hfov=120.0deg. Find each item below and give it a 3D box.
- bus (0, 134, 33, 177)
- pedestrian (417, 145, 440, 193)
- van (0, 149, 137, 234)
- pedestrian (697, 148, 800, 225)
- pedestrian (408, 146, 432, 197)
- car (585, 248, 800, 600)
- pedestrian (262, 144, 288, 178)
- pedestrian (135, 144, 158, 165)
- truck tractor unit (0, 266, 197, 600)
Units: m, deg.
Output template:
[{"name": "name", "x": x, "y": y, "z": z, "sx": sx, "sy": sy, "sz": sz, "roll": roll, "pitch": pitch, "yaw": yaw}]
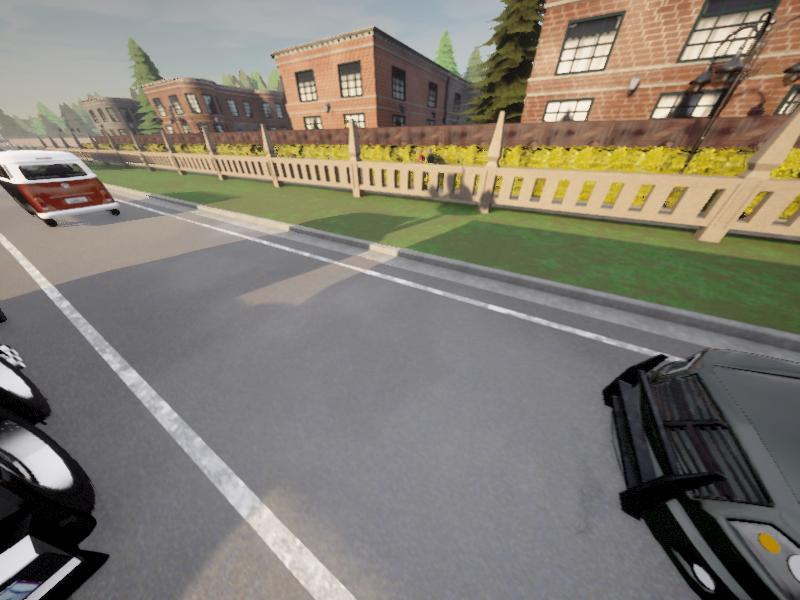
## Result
[{"name": "bus", "x": -35.232, "y": -12.324, "z": 18.256, "sx": 10.273, "sy": 4.253, "sz": 3.944, "roll": 18, "pitch": 39, "yaw": 25}, {"name": "pedestrian", "x": 1.341, "y": -6.212, "z": 10.971, "sx": 0.751, "sy": 1.860, "sz": 0.751, "roll": 17, "pitch": 39, "yaw": 24}, {"name": "van", "x": -12.045, "y": -3.964, "z": 8.002, "sx": 4.480, "sy": 2.038, "sz": 2.069, "roll": 18, "pitch": 39, "yaw": 24}, {"name": "pedestrian", "x": 9.855, "y": -3.243, "z": 6.638, "sx": 0.751, "sy": 1.860, "sz": 0.751, "roll": 21, "pitch": 40, "yaw": 27}, {"name": "pedestrian", "x": 0.852, "y": -5.641, "z": 10.155, "sx": 0.751, "sy": 1.860, "sz": 0.751, "roll": 17, "pitch": 38, "yaw": 23}, {"name": "car", "x": 3.872, "y": 1.416, "z": 0.597, "sx": 4.974, "sy": 1.542, "sz": 2.038, "roll": 18, "pitch": 39, "yaw": 24}, {"name": "pedestrian", "x": -8.284, "y": -9.198, "z": 15.337, "sx": 0.751, "sy": 1.860, "sz": 0.751, "roll": 22, "pitch": 41, "yaw": 29}, {"name": "pedestrian", "x": -26.737, "y": -15.372, "z": 24.354, "sx": 0.751, "sy": 1.860, "sz": 0.751, "roll": 18, "pitch": 39, "yaw": 24}, {"name": "truck tractor unit", "x": -5.112, "y": -0.301, "z": 0.769, "sx": 6.516, "sy": 4.208, "sz": 3.053, "roll": 18, "pitch": 39, "yaw": 24}]
